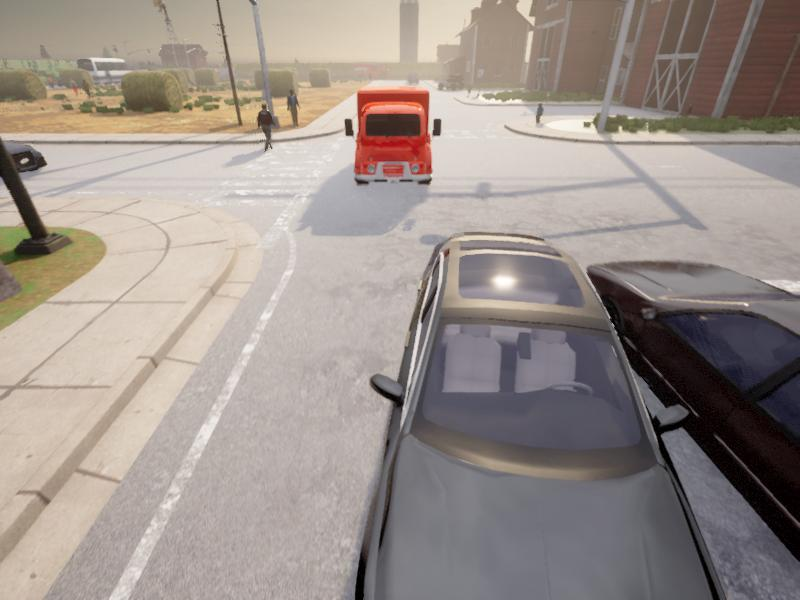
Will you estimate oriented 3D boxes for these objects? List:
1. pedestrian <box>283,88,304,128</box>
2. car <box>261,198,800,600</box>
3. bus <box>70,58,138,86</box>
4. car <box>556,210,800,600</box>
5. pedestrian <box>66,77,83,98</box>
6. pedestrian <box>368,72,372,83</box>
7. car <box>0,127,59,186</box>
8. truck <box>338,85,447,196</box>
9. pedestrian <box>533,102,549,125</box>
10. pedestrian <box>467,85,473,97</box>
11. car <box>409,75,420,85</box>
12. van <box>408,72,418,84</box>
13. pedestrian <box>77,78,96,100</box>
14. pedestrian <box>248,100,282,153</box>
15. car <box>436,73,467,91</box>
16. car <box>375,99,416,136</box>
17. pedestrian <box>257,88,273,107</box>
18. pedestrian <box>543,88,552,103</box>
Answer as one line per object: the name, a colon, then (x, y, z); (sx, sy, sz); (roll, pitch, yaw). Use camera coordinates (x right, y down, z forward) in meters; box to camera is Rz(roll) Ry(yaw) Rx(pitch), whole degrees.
pedestrian: (-5.672, -10.264, 21.364); (0.751, 1.860, 0.751); (-10, 32, -17)
car: (0.936, 0.607, 3.464); (2.128, 1.511, 4.902); (4, 31, 8)
bus: (-54.511, -42.389, 74.261); (3.944, 4.253, 10.273); (2, 30, 3)
car: (3.449, 0.809, 3.233); (2.033, 1.411, 5.357); (-2, 30, -3)
pedestrian: (-34.149, -22.294, 41.929); (0.751, 1.860, 0.751); (-25, 38, -35)
pedestrian: (-5.958, -44.549, 79.965); (0.751, 1.860, 0.751); (2, 30, 4)
car: (-13.667, -4.483, 12.369); (4.181, 1.385, 1.994); (0, 30, 0)
truck: (-0.200, -5.186, 12.449); (2.627, 2.467, 5.204); (0, 30, 0)
pedestrian: (7.907, -10.494, 22.494); (0.500, 1.100, 0.500); (-23, 37, -33)
pedestrian: (7.354, -22.092, 42.321); (0.500, 1.100, 0.500); (2, 30, 3)
car: (2.698, -41.264, 74.996); (1.789, 1.549, 3.705); (0, 30, 0)
van: (2.649, -44.515, 80.126); (1.775, 1.987, 4.442); (0, 30, 0)
pedestrian: (-30.152, -20.265, 38.460); (0.751, 1.860, 0.751); (24, 38, 34)
pedestrian: (-5.393, -6.983, 16.099); (0.751, 1.860, 0.751); (4, 31, 8)
car: (7.055, -29.810, 54.767); (1.905, 1.878, 3.866); (-31, 40, -32)
car: (-0.299, -9.859, 21.496); (1.994, 1.385, 4.181); (-1, 30, -2)
pedestrian: (-11.017, -16.561, 32.679); (0.751, 1.300, 0.751); (12, 32, 19)
pedestrian: (12.487, -17.253, 33.808); (0.500, 1.100, 0.500); (7, 31, 12)
